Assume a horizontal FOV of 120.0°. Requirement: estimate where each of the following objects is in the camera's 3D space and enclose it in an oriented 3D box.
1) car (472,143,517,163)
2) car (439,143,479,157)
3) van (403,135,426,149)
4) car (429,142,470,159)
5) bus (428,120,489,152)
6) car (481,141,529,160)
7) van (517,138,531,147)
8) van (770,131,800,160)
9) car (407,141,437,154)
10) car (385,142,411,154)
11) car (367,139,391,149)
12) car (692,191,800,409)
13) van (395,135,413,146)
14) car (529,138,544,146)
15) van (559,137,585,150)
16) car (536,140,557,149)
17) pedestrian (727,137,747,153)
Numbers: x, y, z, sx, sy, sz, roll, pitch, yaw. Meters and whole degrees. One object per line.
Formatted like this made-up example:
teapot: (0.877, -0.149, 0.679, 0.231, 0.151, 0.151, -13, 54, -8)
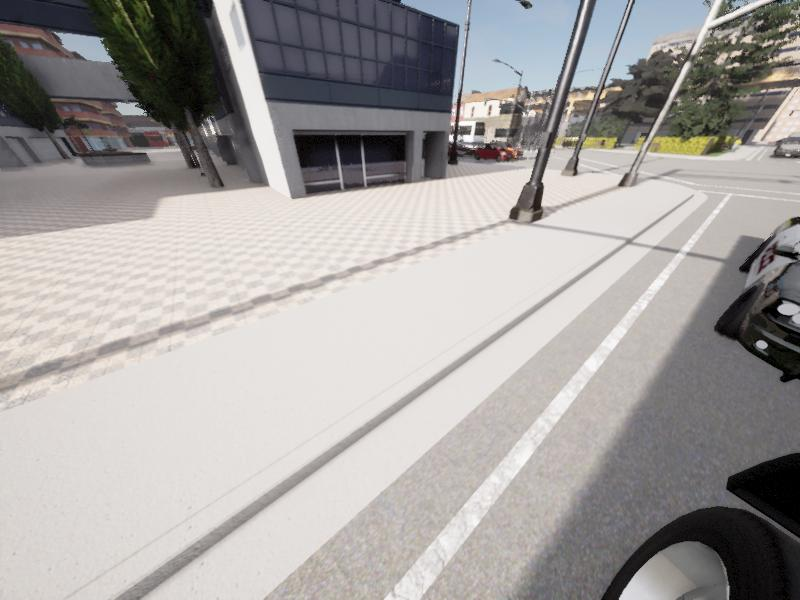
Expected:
car: (10.215, -16.108, 25.208, 1.851, 1.617, 3.988, -24, 42, -29)
car: (8.093, -20.998, 32.274, 2.033, 1.411, 5.357, -23, 42, -29)
van: (2.858, -32.083, 46.857, 2.069, 2.038, 4.480, -24, 43, -30)
car: (6.171, -19.148, 29.495, 2.033, 1.649, 4.856, -24, 42, -29)
bus: (10.413, -30.357, 42.763, 3.944, 4.253, 10.273, -24, 43, -30)
car: (12.348, -17.942, 27.617, 2.097, 1.767, 4.553, -24, 42, -29)
van: (34.337, -43.911, 64.185, 1.775, 1.987, 4.442, 4, 35, 6)
van: (45.884, -18.029, 26.852, 5.915, 2.561, 1.988, -24, 41, -29)
car: (3.458, -24.590, 37.084, 1.882, 1.535, 5.008, -24, 43, -30)
car: (-0.377, -24.095, 36.507, 1.994, 1.385, 4.181, -24, 43, -30)
car: (-4.075, -30.429, 45.021, 2.033, 1.411, 5.357, -24, 43, -30)
car: (6.218, -0.258, 2.910, 4.974, 1.542, 2.038, -23, 41, -28)
van: (0.880, -37.043, 53.589, 1.775, 1.987, 4.442, -24, 43, -30)
car: (37.908, -44.055, 64.451, 1.932, 1.855, 4.605, 4, 35, 6)
van: (35.173, -32.153, 47.445, 2.069, 2.038, 4.480, 4, 35, 6)
car: (32.169, -34.245, 50.871, 1.801, 1.575, 5.366, 4, 35, 6)
pedestrian: (47.595, -21.920, 32.650, 0.751, 1.860, 0.751, -28, 43, -33)
